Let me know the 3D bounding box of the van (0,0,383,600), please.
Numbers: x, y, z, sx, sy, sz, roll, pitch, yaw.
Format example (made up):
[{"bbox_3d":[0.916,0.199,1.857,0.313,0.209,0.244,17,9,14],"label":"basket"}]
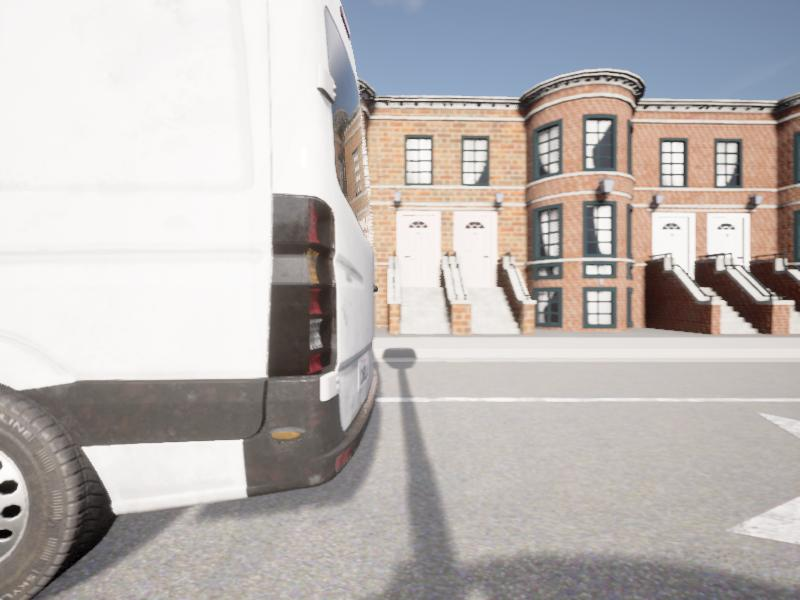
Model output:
[{"bbox_3d":[-3.088,-0.278,2.197,5.915,2.561,1.988,0,0,0],"label":"van"}]
